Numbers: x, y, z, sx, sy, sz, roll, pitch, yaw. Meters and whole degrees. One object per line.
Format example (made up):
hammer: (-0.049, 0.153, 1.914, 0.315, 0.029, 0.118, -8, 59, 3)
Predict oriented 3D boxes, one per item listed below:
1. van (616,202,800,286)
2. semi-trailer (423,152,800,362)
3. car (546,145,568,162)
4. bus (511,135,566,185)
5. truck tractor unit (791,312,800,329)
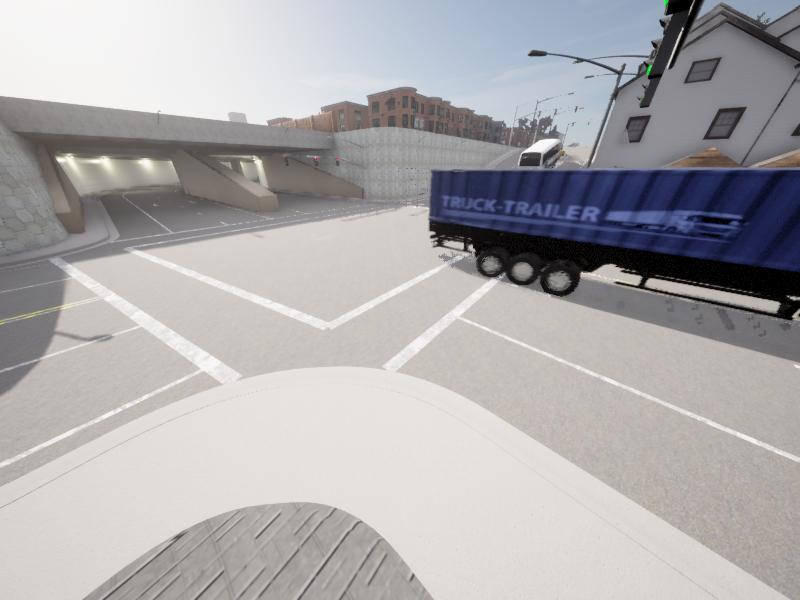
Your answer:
van: (14.908, -2.901, 10.908, 6.366, 2.431, 2.351, 24, 38, 35)
semi-trailer: (7.570, -2.158, 7.631, 14.254, 4.402, 2.717, 22, 36, 33)
car: (28.967, -27.085, 42.659, 1.801, 1.575, 5.366, 24, 51, 34)
bus: (21.842, -22.115, 36.340, 3.944, 4.253, 10.273, 24, 51, 34)
truck tractor unit: (13.669, 0.445, 3.311, 6.516, 4.208, 3.053, 24, 37, 35)
